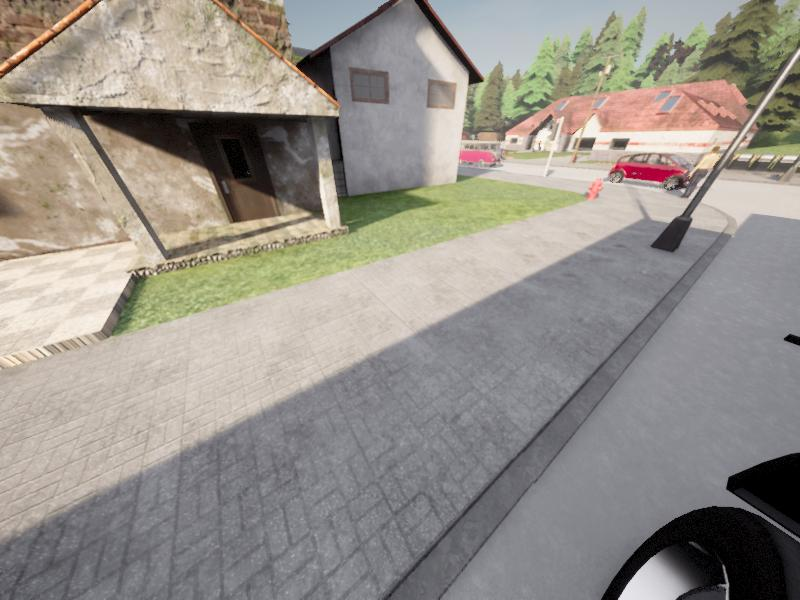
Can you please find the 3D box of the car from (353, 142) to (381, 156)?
[{"bbox_3d":[-5.110,-23.315,35.624,2.242,1.667,4.611,-22,40,-27],"label":"car"}]

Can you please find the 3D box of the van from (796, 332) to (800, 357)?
[{"bbox_3d":[8.043,-0.816,2.830,5.915,2.561,1.988,-21,40,-26],"label":"van"}]

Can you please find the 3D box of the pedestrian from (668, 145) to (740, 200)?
[{"bbox_3d":[12.011,-5.080,9.235,0.751,1.860,0.751,14,38,19],"label":"pedestrian"}]

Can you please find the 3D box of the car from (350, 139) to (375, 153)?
[{"bbox_3d":[-7.080,-29.177,43.638,2.150,2.045,5.566,-22,40,-27],"label":"car"}]

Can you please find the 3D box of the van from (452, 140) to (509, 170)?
[{"bbox_3d":[7.103,-13.229,20.949,1.775,1.987,4.442,-22,41,-27],"label":"van"}]

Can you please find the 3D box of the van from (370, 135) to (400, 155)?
[{"bbox_3d":[-2.524,-25.583,38.070,1.988,2.561,5.915,-22,40,-27],"label":"van"}]

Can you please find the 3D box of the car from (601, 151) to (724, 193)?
[{"bbox_3d":[13.780,-7.019,12.467,1.789,1.549,3.705,-15,38,-20],"label":"car"}]
